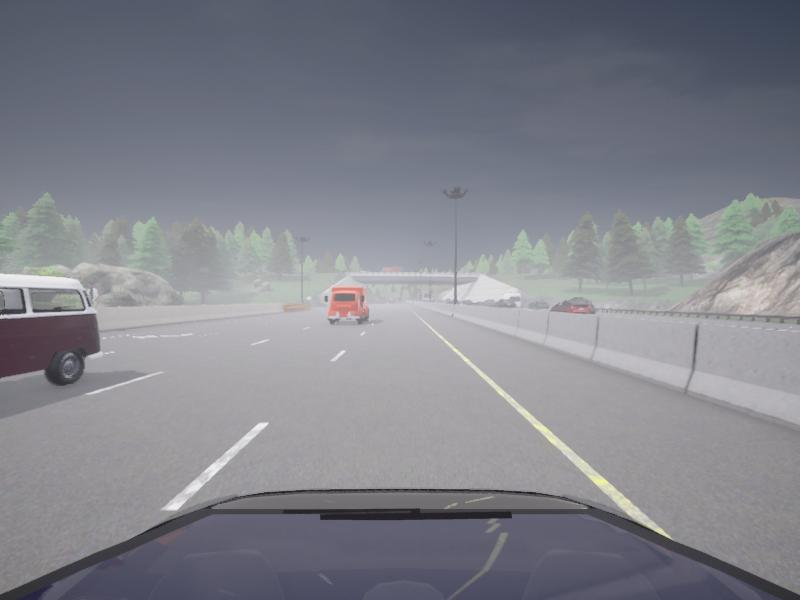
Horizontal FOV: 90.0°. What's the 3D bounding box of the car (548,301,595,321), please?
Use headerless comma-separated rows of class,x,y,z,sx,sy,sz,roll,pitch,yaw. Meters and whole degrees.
car,14.001,0.814,32.992,2.007,1.525,4.514,0,0,0

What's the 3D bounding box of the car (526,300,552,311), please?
car,21.007,0.812,60.624,2.128,1.511,4.902,0,0,0

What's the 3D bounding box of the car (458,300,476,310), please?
car,10.506,0.802,63.023,2.038,1.542,4.974,0,0,0

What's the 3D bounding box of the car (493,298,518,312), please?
car,14.006,0.672,53.479,2.097,1.767,4.553,0,0,0

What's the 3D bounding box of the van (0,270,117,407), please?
van,-6.981,0.568,6.169,2.069,2.038,4.480,0,0,0

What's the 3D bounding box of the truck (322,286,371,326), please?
truck,-3.498,0.345,27.349,2.627,2.467,5.204,0,0,0

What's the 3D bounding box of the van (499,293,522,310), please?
van,17.511,0.296,63.582,1.988,2.561,5.915,0,0,0
